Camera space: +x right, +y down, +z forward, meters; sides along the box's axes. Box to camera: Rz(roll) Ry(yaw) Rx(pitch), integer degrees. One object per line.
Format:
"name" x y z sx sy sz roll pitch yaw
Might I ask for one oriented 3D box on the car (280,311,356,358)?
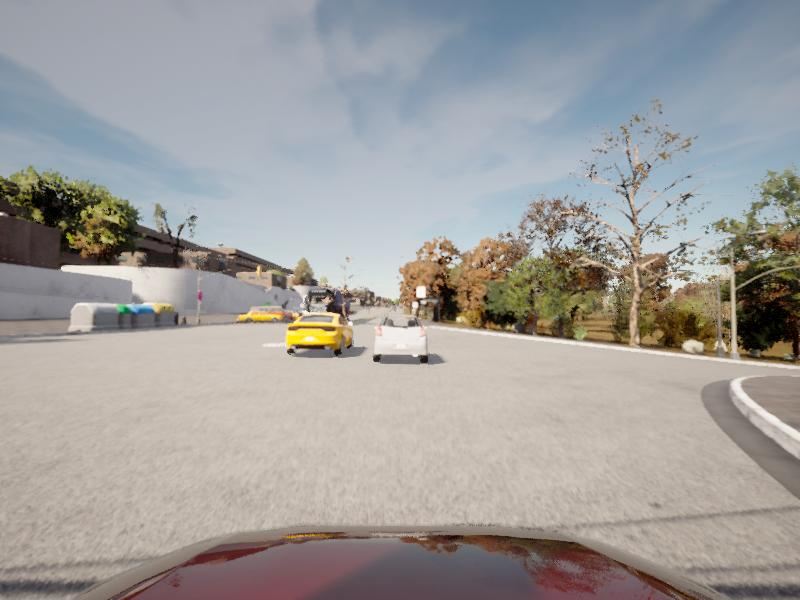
"car" -2.981 1.246 15.695 1.882 1.535 5.008 1 -3 0

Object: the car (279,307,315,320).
"car" -16.938 2.157 65.873 5.566 2.045 2.435 0 -1 -20

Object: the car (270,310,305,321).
"car" -16.905 2.266 59.918 4.892 1.521 2.231 0 -1 -20

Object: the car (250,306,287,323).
"car" -16.808 1.834 51.022 4.442 1.987 1.878 0 -2 -20

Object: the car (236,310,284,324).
"car" -16.744 1.989 48.059 5.366 1.575 1.946 0 -2 -20

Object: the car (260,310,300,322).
"car" -17.087 2.192 56.872 5.366 1.575 1.946 0 -1 -20

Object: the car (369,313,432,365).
"car" 0.022 1.224 13.683 1.845 1.501 3.633 1 -3 0

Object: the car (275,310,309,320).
"car" -16.917 2.336 62.903 5.008 1.535 2.097 0 -2 -20

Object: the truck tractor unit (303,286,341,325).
"truck tractor unit" -8.840 0.645 46.317 3.053 4.208 6.516 0 -1 0

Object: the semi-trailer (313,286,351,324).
"semi-trailer" -8.839 0.719 54.238 2.717 4.402 14.254 0 -1 0

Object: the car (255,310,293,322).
"car" -16.940 2.157 53.942 4.792 1.488 2.163 0 -1 -20
